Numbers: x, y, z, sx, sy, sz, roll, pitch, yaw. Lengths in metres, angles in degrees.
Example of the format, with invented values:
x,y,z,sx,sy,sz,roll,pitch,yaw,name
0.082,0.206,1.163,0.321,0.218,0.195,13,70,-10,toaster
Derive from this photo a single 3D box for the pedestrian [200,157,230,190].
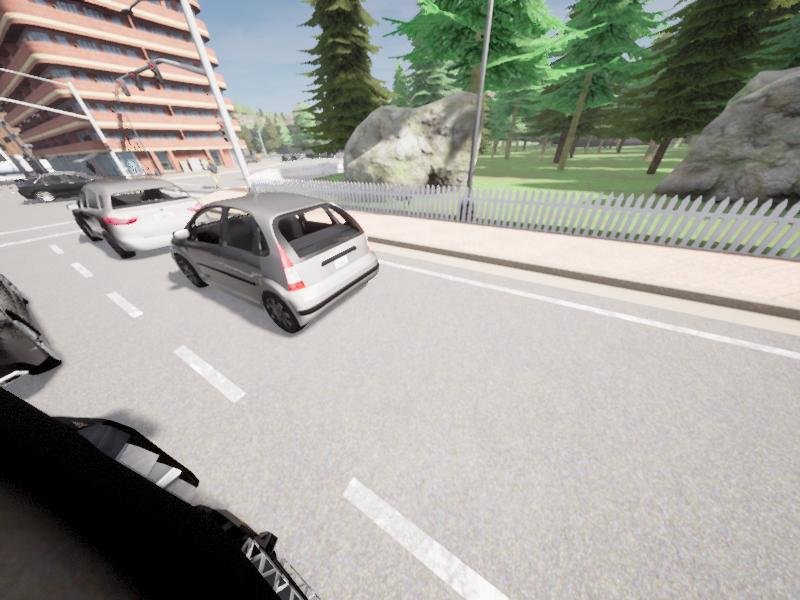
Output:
x,y,z,sx,sy,sz,roll,pitch,yaw,name
-12.595,-8.603,15.743,0.751,1.860,0.751,21,40,30,pedestrian

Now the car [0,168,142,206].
x,y,z,sx,sy,sz,roll,pitch,yaw,name
-20.588,-7.373,14.855,4.892,1.490,1.837,-21,38,-24,car

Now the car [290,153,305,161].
x,y,z,sx,sy,sz,roll,pitch,yaw,name
-24.718,-34.573,55.815,1.970,1.475,3.806,-26,40,-31,car

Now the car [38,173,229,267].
x,y,z,sx,sy,sz,roll,pitch,yaw,name
-7.779,-2.637,6.819,4.611,1.667,2.242,17,38,27,car

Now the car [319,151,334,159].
x,y,z,sx,sy,sz,roll,pitch,yaw,name
-18.566,-36.785,58.631,1.816,1.474,4.193,-26,40,-31,car

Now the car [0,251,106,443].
x,y,z,sx,sy,sz,roll,pitch,yaw,name
-6.017,0.242,2.543,4.902,1.511,2.128,17,38,26,car

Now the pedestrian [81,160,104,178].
x,y,z,sx,sy,sz,roll,pitch,yaw,name
-37.627,-15.980,28.243,0.751,1.860,0.751,14,37,23,pedestrian

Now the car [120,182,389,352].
x,y,z,sx,sy,sz,roll,pitch,yaw,name
-2.424,-0.981,4.048,3.988,1.617,1.851,17,38,26,car

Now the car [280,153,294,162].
x,y,z,sx,sy,sz,roll,pitch,yaw,name
-25.042,-31.629,51.290,1.789,1.549,3.705,-22,38,-26,car

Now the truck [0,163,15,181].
x,y,z,sx,sy,sz,roll,pitch,yaw,name
-60.314,-19.351,33.323,8.468,3.827,2.891,17,38,26,truck

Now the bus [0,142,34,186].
x,y,z,sx,sy,sz,roll,pitch,yaw,name
-49.476,-16.172,27.481,10.273,4.253,3.944,17,38,26,bus

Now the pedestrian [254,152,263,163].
x,y,z,sx,sy,sz,roll,pitch,yaw,name
-27.916,-28.100,45.614,0.751,1.860,0.751,-8,34,-8,pedestrian

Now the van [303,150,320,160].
x,y,z,sx,sy,sz,roll,pitch,yaw,name
-22.055,-36.153,57.464,1.775,1.987,4.442,-29,42,-34,van
